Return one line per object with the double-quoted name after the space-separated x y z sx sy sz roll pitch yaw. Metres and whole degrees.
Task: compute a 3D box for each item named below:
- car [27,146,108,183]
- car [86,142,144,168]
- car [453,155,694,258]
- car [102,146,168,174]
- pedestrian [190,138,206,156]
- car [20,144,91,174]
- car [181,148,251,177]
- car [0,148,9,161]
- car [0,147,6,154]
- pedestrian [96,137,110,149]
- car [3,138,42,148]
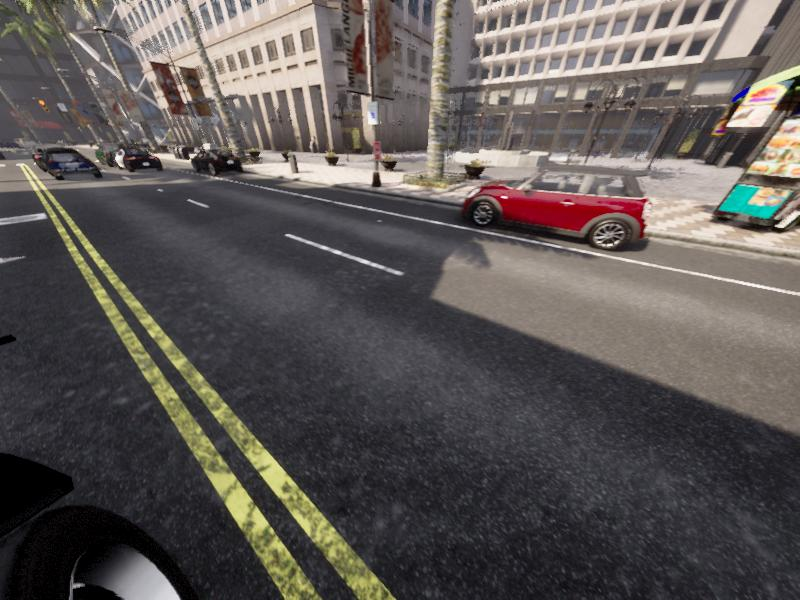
-21.092 -8.706 14.669 4.856 1.649 2.033 23 41 28 "car"
-25.587 -13.114 20.740 4.553 1.767 2.097 23 41 28 "car"
4.211 -2.959 6.595 4.553 1.767 2.185 22 41 28 "car"
-20.481 -10.889 17.857 4.974 1.542 2.038 22 41 28 "car"
-26.082 -19.790 29.847 0.751 1.860 0.751 23 41 29 "pedestrian"
-26.656 -11.032 17.884 4.611 1.667 2.242 22 41 28 "car"
-13.632 -10.282 17.102 4.792 1.488 2.163 22 41 28 "car"
-45.202 -16.169 25.176 4.792 1.488 2.163 23 41 28 "car"
-58.351 -21.572 32.732 3.806 1.475 1.970 22 41 28 "car"
-55.920 -29.587 43.489 0.751 1.860 0.751 -28 44 -34 "pedestrian"
-78.214 -32.502 47.900 4.611 1.667 2.242 8 36 11 "car"
